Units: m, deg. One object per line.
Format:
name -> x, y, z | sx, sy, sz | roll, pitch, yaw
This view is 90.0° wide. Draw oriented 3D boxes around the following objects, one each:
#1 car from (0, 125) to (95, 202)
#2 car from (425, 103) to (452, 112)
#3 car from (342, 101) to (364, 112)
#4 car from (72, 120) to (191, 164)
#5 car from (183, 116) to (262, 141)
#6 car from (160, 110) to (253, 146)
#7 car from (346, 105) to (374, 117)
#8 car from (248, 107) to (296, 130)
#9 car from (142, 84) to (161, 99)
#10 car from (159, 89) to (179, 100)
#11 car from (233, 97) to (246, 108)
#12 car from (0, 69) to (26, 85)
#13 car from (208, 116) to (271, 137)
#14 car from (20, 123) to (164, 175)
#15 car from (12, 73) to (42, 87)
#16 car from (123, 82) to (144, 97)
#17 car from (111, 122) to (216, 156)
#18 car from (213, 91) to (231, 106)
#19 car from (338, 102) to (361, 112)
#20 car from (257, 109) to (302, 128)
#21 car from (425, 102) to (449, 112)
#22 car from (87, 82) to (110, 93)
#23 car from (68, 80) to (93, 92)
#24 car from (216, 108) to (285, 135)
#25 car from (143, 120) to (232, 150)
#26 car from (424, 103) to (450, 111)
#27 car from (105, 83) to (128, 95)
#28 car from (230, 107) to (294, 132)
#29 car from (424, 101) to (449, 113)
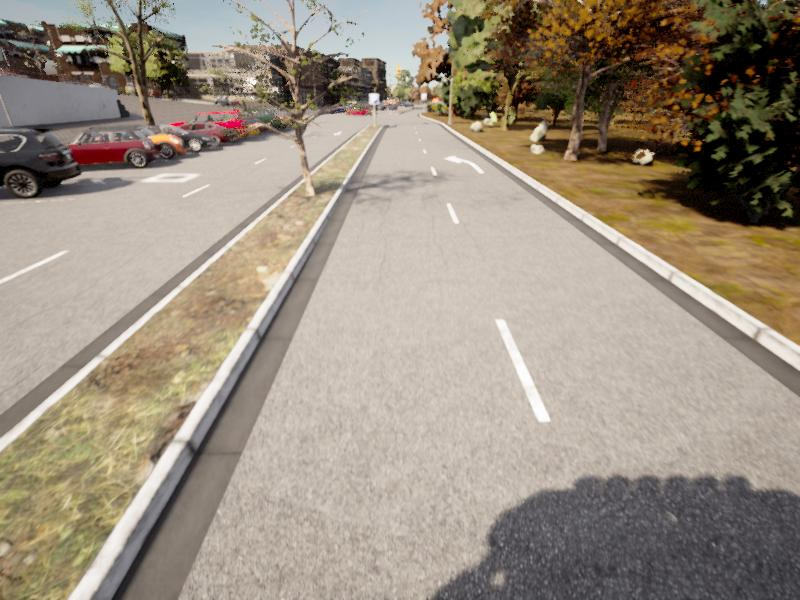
car -> -13.818, -4.374, 12.901 | 5.566, 2.045, 2.435 | -10, 29, -17
car -> 8.261, -41.590, 86.449 | 5.366, 1.575, 1.946 | -5, 27, -12
car -> -10.182, -41.978, 86.740 | 4.442, 1.987, 1.878 | -7, 27, -12
car -> -13.812, -8.346, 20.992 | 4.553, 1.767, 2.185 | -10, 28, -17
car -> -13.933, -13.627, 31.710 | 5.366, 1.575, 1.946 | -10, 28, -17
car -> -13.794, -12.520, 28.964 | 5.566, 2.045, 2.435 | -10, 28, -17
car -> -6.088, -28.953, 61.398 | 3.988, 1.617, 1.851 | -1, 25, -1
car -> -13.568, -19.298, 42.442 | 4.442, 1.987, 1.878 | -10, 28, -17
car -> -43.087, -36.190, 69.439 | 1.878, 1.987, 4.442 | -3, 26, -20
car -> -40.143, -35.765, 69.720 | 2.231, 1.521, 4.892 | -4, 26, -20
car -> -28.112, -34.680, 70.139 | 2.002, 1.452, 4.674 | -4, 26, -20
car -> -67.197, -38.315, 68.621 | 2.435, 2.045, 5.566 | -4, 26, -21
car -> -13.742, -14.972, 34.467 | 4.674, 1.452, 2.002 | -10, 28, -17
car -> -13.753, -6.996, 18.328 | 4.553, 1.767, 2.185 | -10, 29, -17
car -> -64.284, -37.929, 69.032 | 1.946, 1.575, 5.366 | -4, 26, -20
car -> -46.102, -36.454, 69.339 | 1.878, 1.987, 4.442 | -3, 26, -20
car -> -13.782, -9.593, 23.734 | 4.892, 1.521, 2.231 | -10, 28, -17
car -> -31.106, -35.216, 69.936 | 2.435, 2.045, 5.566 | -4, 26, -20
car -> -10.649, -40.513, 84.075 | 4.553, 1.767, 2.185 | -7, 27, -12
car -> -13.591, -20.549, 45.146 | 4.553, 1.767, 2.185 | -9, 28, -17
car -> 7.724, -40.346, 83.724 | 4.553, 1.767, 2.185 | -6, 27, -12
car -> -52.192, -36.791, 69.355 | 2.002, 1.452, 4.674 | -3, 26, -20
car -> -55.207, -37.048, 69.240 | 2.002, 1.452, 4.674 | -4, 26, -20
car -> -13.759, -16.583, 37.010 | 5.566, 2.045, 2.435 | -10, 28, -17
car -> -13.796, -10.915, 26.410 | 4.792, 1.488, 2.163 | -10, 29, -17
car -> 8.244, -42.885, 88.990 | 5.366, 1.575, 1.946 | -5, 28, -12
car -> -49.239, -36.642, 69.588 | 1.946, 1.575, 5.366 | -4, 26, -20
car -> -13.685, -17.951, 39.720 | 5.566, 2.045, 2.435 | -10, 28, -17
car -> 7.339, -39.092, 81.030 | 4.442, 1.987, 1.878 | -6, 28, -13
